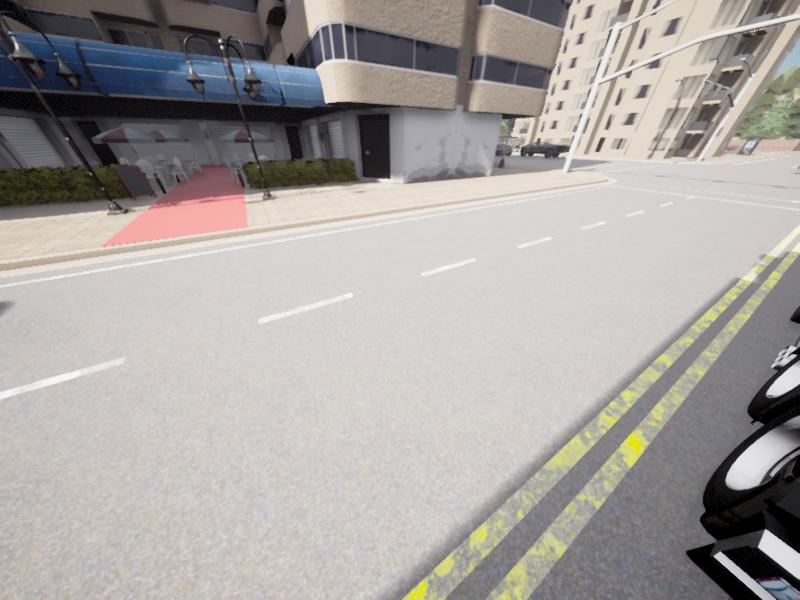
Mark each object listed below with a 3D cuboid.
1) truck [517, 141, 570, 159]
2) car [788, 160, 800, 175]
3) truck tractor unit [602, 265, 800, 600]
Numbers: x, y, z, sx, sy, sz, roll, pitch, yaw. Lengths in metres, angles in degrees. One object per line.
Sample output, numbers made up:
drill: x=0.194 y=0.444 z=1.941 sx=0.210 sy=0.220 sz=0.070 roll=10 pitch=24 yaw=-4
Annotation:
truck: x=21.542 y=-22.916 z=35.178 sx=2.390 sy=2.098 sz=6.274 roll=-18 pitch=39 yaw=-25
car: x=35.311 y=-10.713 z=18.142 sx=5.238 sy=1.638 sz=1.930 roll=1 pitch=35 yaw=1
truck tractor unit: x=5.116 y=-0.293 z=0.790 sx=6.516 sy=4.208 sz=3.053 roll=-18 pitch=39 yaw=-24
